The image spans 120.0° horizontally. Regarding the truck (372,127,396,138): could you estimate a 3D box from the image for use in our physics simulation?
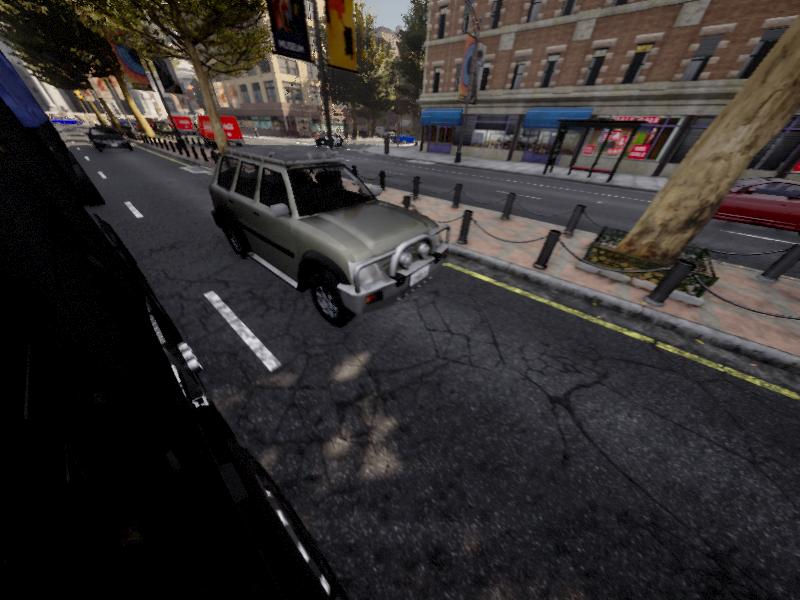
[{"bbox_3d":[-4.175,-44.251,61.091,6.274,2.098,2.390,28,43,30],"label":"truck"}]

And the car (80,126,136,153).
[{"bbox_3d":[-22.001,-12.128,17.385,4.674,1.442,1.812,28,44,30],"label":"car"}]

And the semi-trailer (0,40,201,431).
[{"bbox_3d":[-8.683,-3.601,4.261,14.254,4.402,2.717,28,44,30],"label":"semi-trailer"}]

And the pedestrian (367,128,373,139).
[{"bbox_3d":[-5.928,-32.800,45.504,0.751,1.860,0.751,-23,43,-30],"label":"pedestrian"}]

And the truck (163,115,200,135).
[{"bbox_3d":[-36.486,-29.208,38.586,5.204,2.467,2.627,29,44,30],"label":"truck"}]

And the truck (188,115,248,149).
[{"bbox_3d":[-17.975,-16.666,22.871,5.204,2.467,2.627,28,44,30],"label":"truck"}]

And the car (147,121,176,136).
[{"bbox_3d":[-35.811,-25.780,34.731,3.988,1.617,1.851,28,43,30],"label":"car"}]

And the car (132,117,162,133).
[{"bbox_3d":[-43.000,-29.757,39.259,5.566,2.045,2.150,29,44,31],"label":"car"}]

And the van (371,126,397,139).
[{"bbox_3d":[-4.017,-41.562,57.214,6.366,2.431,2.351,28,43,30],"label":"van"}]

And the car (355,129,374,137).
[{"bbox_3d":[-9.404,-44.038,60.973,4.902,1.511,2.128,28,43,30],"label":"car"}]

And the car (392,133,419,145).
[{"bbox_3d":[0.978,-27.194,38.968,1.882,1.535,5.008,27,43,29],"label":"car"}]

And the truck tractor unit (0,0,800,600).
[{"bbox_3d":[-2.645,-0.295,0.351,6.516,4.208,3.053,28,44,30],"label":"truck tractor unit"}]

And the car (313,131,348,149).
[{"bbox_3d":[-8.315,-19.623,28.223,2.038,1.542,4.974,9,37,8],"label":"car"}]

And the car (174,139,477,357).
[{"bbox_3d":[-1.480,-1.441,3.932,4.605,1.855,1.932,28,44,29],"label":"car"}]

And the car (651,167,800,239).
[{"bbox_3d":[11.559,-3.268,7.627,4.181,1.385,1.994,28,44,30],"label":"car"}]

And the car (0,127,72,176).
[{"bbox_3d":[-17.605,-7.108,10.873,4.892,1.490,1.837,28,43,30],"label":"car"}]

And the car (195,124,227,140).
[{"bbox_3d":[-26.558,-23.653,32.449,3.988,1.617,1.851,26,43,28],"label":"car"}]
